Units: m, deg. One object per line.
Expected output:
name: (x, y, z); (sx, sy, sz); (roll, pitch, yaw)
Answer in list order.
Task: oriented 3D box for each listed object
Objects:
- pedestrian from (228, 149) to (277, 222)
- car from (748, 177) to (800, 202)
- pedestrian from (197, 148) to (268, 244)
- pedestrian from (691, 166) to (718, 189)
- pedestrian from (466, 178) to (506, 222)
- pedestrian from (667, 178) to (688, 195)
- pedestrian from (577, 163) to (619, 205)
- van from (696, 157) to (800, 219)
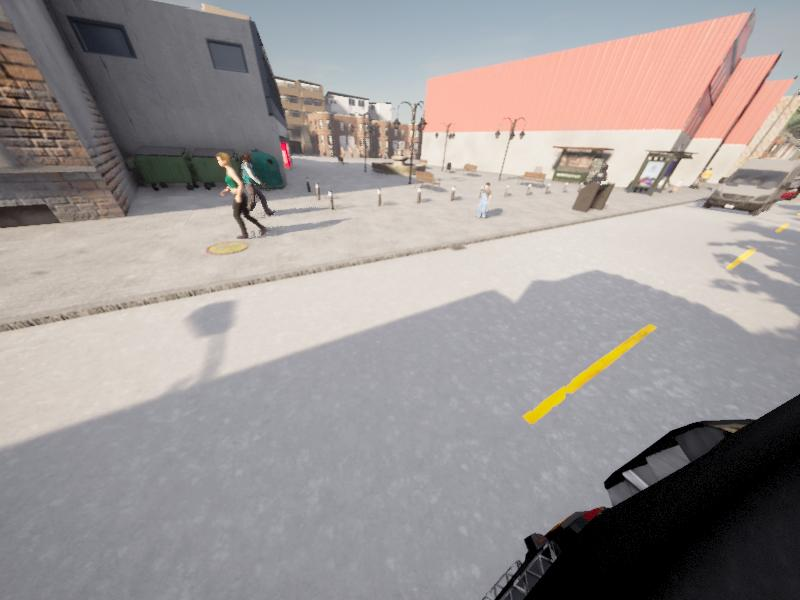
pedestrian: (-4.447, -3.452, 7.013); (0.751, 1.860, 0.751); (-17, 38, -27)
car: (32.345, -9.445, 19.575); (4.792, 1.488, 2.163); (-16, 38, -26)
pedestrian: (-3.709, -2.345, 5.311); (0.751, 1.860, 0.751); (-12, 36, -22)
pedestrian: (29.118, -11.681, 22.114); (0.751, 1.860, 0.751); (-25, 43, -36)
pedestrian: (3.044, -3.585, 8.245); (0.751, 1.300, 0.751); (-19, 39, -29)
pedestrian: (21.234, -8.711, 17.668); (0.500, 1.100, 0.500); (-20, 40, -30)
pedestrian: (10.238, -6.038, 12.035); (0.751, 1.860, 0.751); (-12, 36, -22)
van: (19.730, -6.325, 12.864); (5.915, 2.561, 1.988); (-16, 38, -26)
